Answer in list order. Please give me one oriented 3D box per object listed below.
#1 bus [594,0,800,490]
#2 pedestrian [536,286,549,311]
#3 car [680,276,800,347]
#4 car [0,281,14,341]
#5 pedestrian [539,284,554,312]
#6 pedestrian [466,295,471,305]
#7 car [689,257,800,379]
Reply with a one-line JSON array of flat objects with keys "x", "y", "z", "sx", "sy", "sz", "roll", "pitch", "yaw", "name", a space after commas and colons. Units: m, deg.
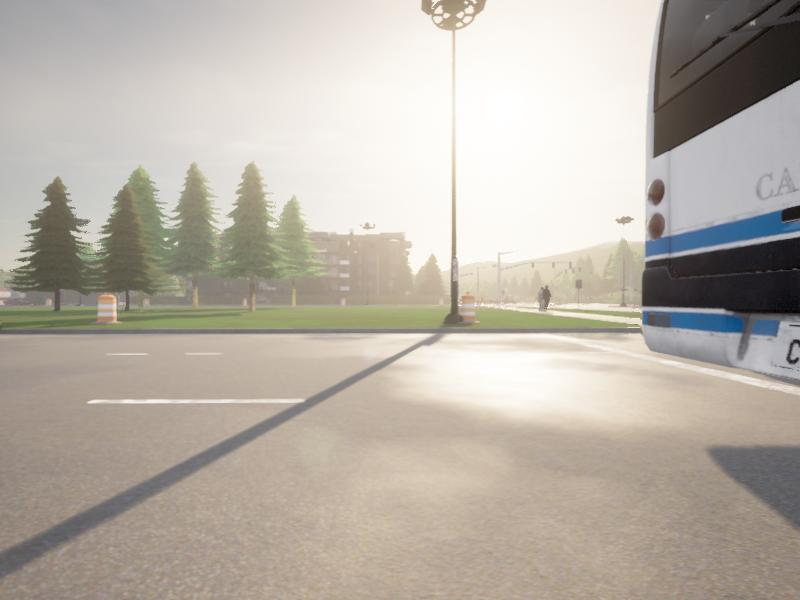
[{"x": 7.249, "y": -1.144, "z": 2.363, "sx": 10.273, "sy": 4.253, "sz": 3.944, "roll": 0, "pitch": 0, "yaw": 0, "name": "bus"}, {"x": 10.605, "y": -0.133, "z": 29.768, "sx": 0.751, "sy": 1.860, "sz": 0.751, "roll": 0, "pitch": 0, "yaw": 4, "name": "pedestrian"}, {"x": 9.199, "y": 0.239, "z": 9.257, "sx": 4.193, "sy": 1.474, "sz": 1.816, "roll": 0, "pitch": 0, "yaw": 0, "name": "car"}, {"x": -11.665, "y": 0.276, "z": 9.116, "sx": 3.806, "sy": 1.475, "sz": 1.970, "roll": 0, "pitch": 0, "yaw": 0, "name": "car"}, {"x": 10.108, "y": -0.132, "z": 27.627, "sx": 0.751, "sy": 1.860, "sz": 0.751, "roll": 0, "pitch": 0, "yaw": 2, "name": "pedestrian"}, {"x": 11.907, "y": 0.016, "z": 69.574, "sx": 0.751, "sy": 1.860, "sz": 0.751, "roll": 0, "pitch": 0, "yaw": 2, "name": "pedestrian"}, {"x": 7.379, "y": 0.223, "z": 5.753, "sx": 4.902, "sy": 1.511, "sz": 2.128, "roll": 0, "pitch": 0, "yaw": 0, "name": "car"}]
